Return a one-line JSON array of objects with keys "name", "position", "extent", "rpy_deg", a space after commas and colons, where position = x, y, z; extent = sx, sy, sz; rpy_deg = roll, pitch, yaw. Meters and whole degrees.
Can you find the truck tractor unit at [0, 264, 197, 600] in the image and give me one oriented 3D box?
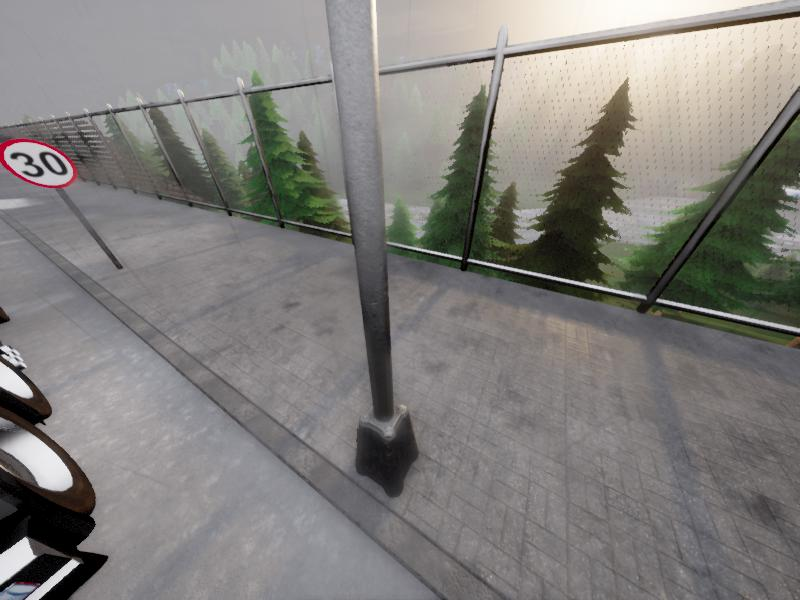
[{"name": "truck tractor unit", "position": [-5.113, -0.299, 0.779], "extent": [6.516, 4.208, 3.053], "rpy_deg": [18, 39, 24]}]
